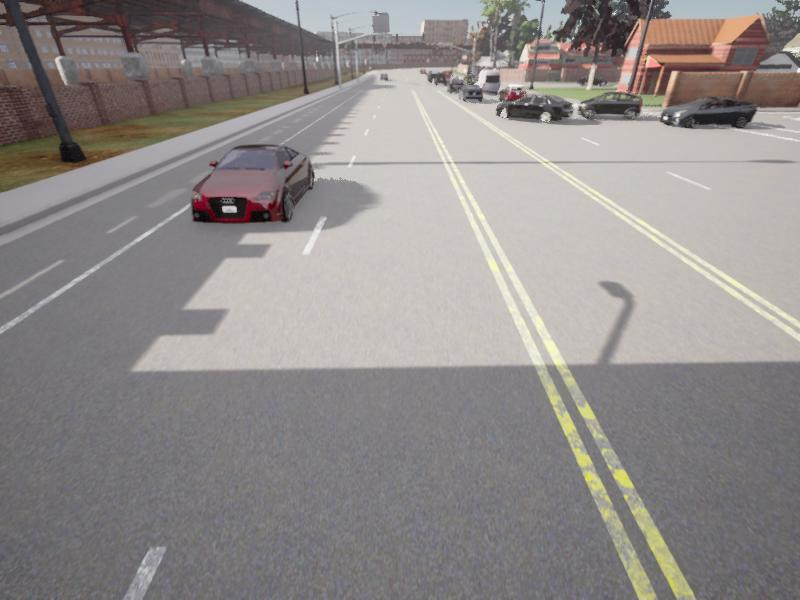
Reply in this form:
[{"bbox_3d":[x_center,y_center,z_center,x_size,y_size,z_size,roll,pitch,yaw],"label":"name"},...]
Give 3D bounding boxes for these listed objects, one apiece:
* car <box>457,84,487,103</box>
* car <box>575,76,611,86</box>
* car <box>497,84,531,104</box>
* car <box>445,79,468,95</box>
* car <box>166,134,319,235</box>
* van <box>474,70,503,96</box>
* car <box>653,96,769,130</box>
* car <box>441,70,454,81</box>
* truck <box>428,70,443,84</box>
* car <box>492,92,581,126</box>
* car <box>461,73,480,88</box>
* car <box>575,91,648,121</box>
[{"bbox_3d":[6.966,-20.419,39.448,2.033,1.411,5.357,0,30,0],"label":"car"},{"bbox_3d":[32.743,-37.185,67.956,4.892,1.490,1.837,-1,30,-1],"label":"car"},{"bbox_3d":[10.547,-19.253,37.372,1.970,1.475,3.806,0,30,0],"label":"car"},{"bbox_3d":[7.001,-26.578,49.841,2.128,1.511,4.902,0,30,0],"label":"car"},{"bbox_3d":[-3.438,-3.007,9.760,1.994,1.385,4.181,0,30,1],"label":"car"},{"bbox_3d":[10.492,-26.021,47.875,1.988,2.561,5.915,0,31,0],"label":"van"},{"bbox_3d":[17.244,-10.505,22.399,4.514,1.525,2.007,0,30,0],"label":"car"},{"bbox_3d":[10.501,-49.490,88.204,2.150,2.045,5.566,0,31,0],"label":"car"},{"bbox_3d":[7.001,-44.556,79.859,2.390,2.098,6.274,0,31,0],"label":"truck"},{"bbox_3d":[8.417,-12.070,25.100,1.837,1.490,4.892,-27,40,-37],"label":"car"},{"bbox_3d":[11.516,-35.579,64.822,1.932,1.855,4.605,10,32,20],"label":"car"},{"bbox_3d":[13.599,-12.606,25.954,3.705,1.549,1.789,8,31,13],"label":"car"}]
